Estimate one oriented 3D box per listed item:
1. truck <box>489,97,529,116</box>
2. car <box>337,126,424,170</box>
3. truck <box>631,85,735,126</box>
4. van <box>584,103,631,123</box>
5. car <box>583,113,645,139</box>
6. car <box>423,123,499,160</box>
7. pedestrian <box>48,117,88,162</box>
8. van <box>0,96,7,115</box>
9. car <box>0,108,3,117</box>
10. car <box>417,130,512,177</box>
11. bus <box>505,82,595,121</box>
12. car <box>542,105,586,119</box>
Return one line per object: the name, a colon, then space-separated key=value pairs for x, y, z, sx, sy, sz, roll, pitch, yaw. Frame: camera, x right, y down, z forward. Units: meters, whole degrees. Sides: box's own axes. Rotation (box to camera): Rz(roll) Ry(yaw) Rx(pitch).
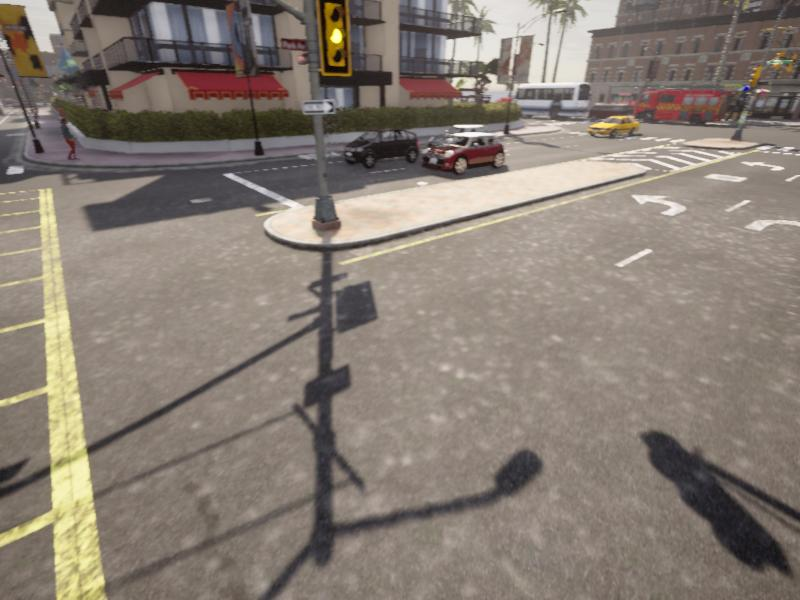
truck: x=16.876 y=-30.105 z=62.253 sx=2.627 sy=2.467 sz=5.204 roll=-20 pitch=33 yaw=-33
car: x=-0.865 y=-7.272 z=18.966 sx=3.705 sy=1.549 sz=1.789 roll=-20 pitch=33 yaw=-34
truck: x=31.670 y=-22.073 z=45.315 sx=2.891 sy=3.827 sz=8.468 roll=-20 pitch=33 yaw=-33
van: x=24.962 y=-22.574 z=48.251 sx=1.775 sy=1.987 sz=4.442 roll=-20 pitch=33 yaw=-33
car: x=16.973 y=-13.800 z=31.668 sx=5.366 sy=1.575 sz=1.801 roll=-19 pitch=33 yaw=-32
car: x=3.372 y=-8.790 z=22.010 sx=3.806 sy=1.475 sz=1.970 roll=-20 pitch=33 yaw=-34
pedestrian: x=-15.160 y=-7.358 z=18.336 sx=0.751 sy=1.860 sz=0.751 roll=-11 pitch=29 yaw=-20
van: x=-62.937 y=-30.086 z=61.819 sx=2.351 sy=2.431 sz=6.366 roll=-20 pitch=34 yaw=-34
car: x=-57.480 y=-26.532 z=56.090 sx=2.033 sy=1.411 sz=5.357 roll=-20 pitch=34 yaw=-34
car: x=2.835 y=-6.533 z=17.640 sx=3.806 sy=1.475 sz=1.970 roll=-20 pitch=34 yaw=-34
bus: x=19.694 y=-26.567 z=53.485 sx=3.944 sy=4.253 sz=10.273 roll=-20 pitch=33 yaw=-33
car: x=22.776 y=-26.291 z=55.808 sx=1.930 sy=1.638 sz=5.238 roll=-20 pitch=33 yaw=-33
